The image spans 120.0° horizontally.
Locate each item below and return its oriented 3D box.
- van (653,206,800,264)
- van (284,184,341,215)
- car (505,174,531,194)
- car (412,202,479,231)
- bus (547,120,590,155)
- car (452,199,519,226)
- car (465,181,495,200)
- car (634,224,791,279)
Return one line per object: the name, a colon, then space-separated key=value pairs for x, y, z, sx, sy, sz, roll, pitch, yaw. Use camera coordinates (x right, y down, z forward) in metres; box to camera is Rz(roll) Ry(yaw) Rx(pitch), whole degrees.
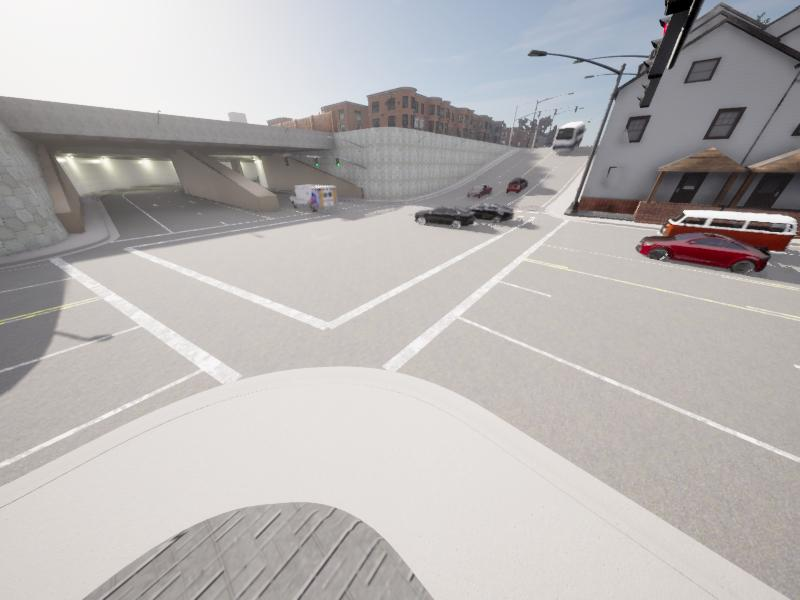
van: x=17.789 y=-3.793 z=12.837 sx=4.480 sy=2.038 sz=2.069 roll=24 pitch=37 yaw=35
van: x=-9.487 y=-10.992 z=24.922 sx=6.366 sy=2.431 sz=2.351 roll=22 pitch=36 yaw=32
car: x=16.662 y=-16.379 z=32.606 sx=1.851 sy=1.617 sz=3.988 roll=24 pitch=47 yaw=35
car: x=3.558 y=-6.824 z=18.643 sx=4.892 sy=1.490 sz=1.837 roll=15 pitch=32 yaw=24
bus: x=33.692 y=-32.487 z=46.079 sx=3.944 sy=4.253 sz=10.273 roll=24 pitch=48 yaw=34
car: x=7.405 y=-7.726 z=20.228 sx=4.902 sy=1.511 sz=2.128 roll=18 pitch=34 yaw=28
car: x=11.124 y=-15.225 z=32.043 sx=1.812 sy=1.442 sz=4.674 roll=25 pitch=45 yaw=36
car: x=14.644 y=-2.554 z=11.366 sx=4.181 sy=1.385 sz=1.994 roll=24 pitch=38 yaw=35
